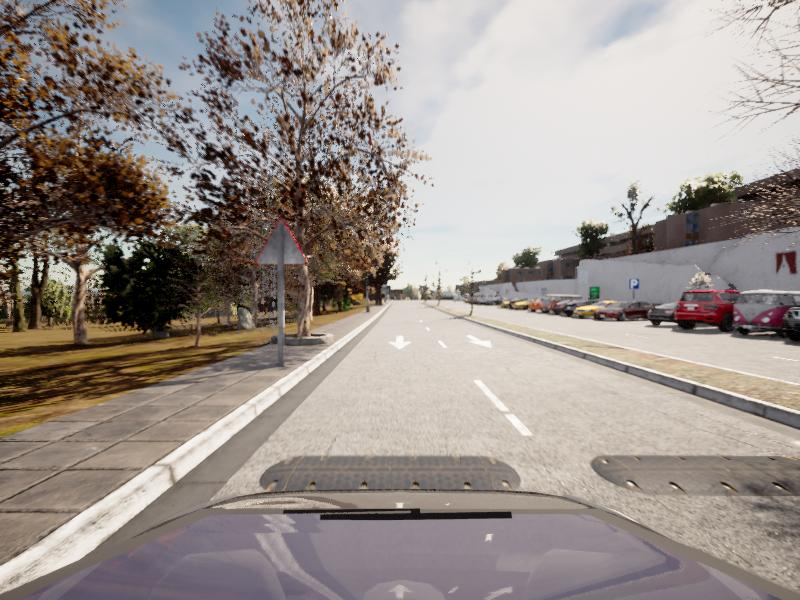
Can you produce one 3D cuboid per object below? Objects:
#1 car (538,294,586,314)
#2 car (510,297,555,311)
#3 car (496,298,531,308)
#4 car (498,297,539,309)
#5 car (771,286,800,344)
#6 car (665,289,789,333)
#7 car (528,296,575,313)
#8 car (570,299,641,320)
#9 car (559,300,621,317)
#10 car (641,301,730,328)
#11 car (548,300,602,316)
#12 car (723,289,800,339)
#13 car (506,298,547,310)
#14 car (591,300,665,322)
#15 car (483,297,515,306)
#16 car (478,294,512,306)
[{"bbox_3d":[16.772,0.421,41.505,4.442,1.987,1.878,0,1,-20],"label":"car"},{"bbox_3d":[16.710,0.510,50.445,5.366,1.575,1.946,0,1,-20],"label":"car"},{"bbox_3d":[16.885,0.412,59.459,4.674,1.452,2.002,0,1,-20],"label":"car"},{"bbox_3d":[16.714,0.412,56.410,5.366,1.575,1.946,0,1,-20],"label":"car"},{"bbox_3d":[16.838,0.559,14.682,5.566,2.045,2.435,1,0,-20],"label":"car"},{"bbox_3d":[16.893,0.550,20.678,5.566,2.045,2.435,1,0,-20],"label":"car"},{"bbox_3d":[16.852,0.480,44.534,4.553,1.767,2.185,0,1,-20],"label":"car"},{"bbox_3d":[16.699,0.735,32.535,5.366,1.575,1.946,1,1,-20],"label":"car"},{"bbox_3d":[16.900,0.746,35.604,4.792,1.488,2.163,1,0,-20],"label":"car"},{"bbox_3d":[16.862,0.831,23.650,4.674,1.452,2.002,1,0,-20],"label":"car"},{"bbox_3d":[16.870,0.722,38.576,4.674,1.452,2.002,1,0,-20],"label":"car"},{"bbox_3d":[16.756,0.579,17.635,4.442,1.987,1.878,1,0,-20],"label":"car"},{"bbox_3d":[16.912,0.495,53.506,4.792,1.488,2.163,0,1,-20],"label":"car"},{"bbox_3d":[16.842,0.791,29.607,4.792,1.488,2.163,1,1,-20],"label":"car"},{"bbox_3d":[16.905,0.252,68.398,4.892,1.521,2.231,1,1,-20],"label":"car"},{"bbox_3d":[16.927,-0.037,71.396,5.566,2.045,2.435,1,0,-20],"label":"car"}]
